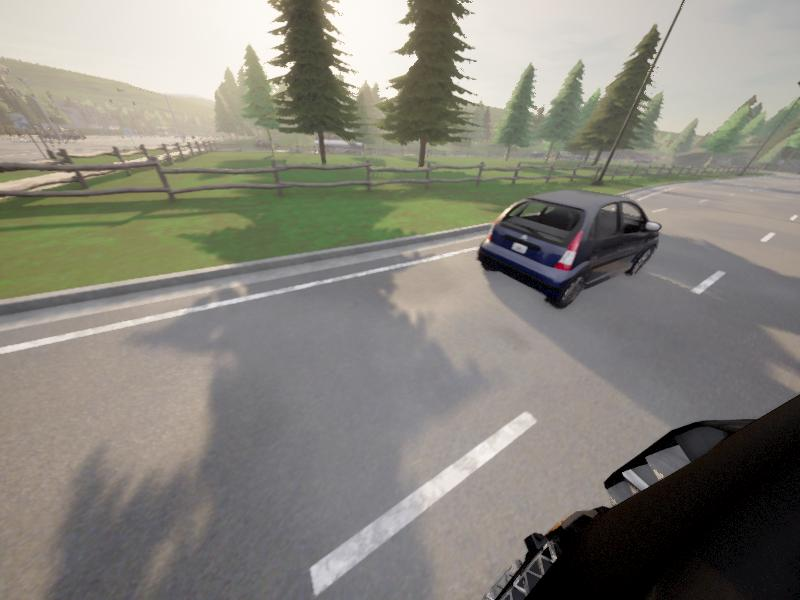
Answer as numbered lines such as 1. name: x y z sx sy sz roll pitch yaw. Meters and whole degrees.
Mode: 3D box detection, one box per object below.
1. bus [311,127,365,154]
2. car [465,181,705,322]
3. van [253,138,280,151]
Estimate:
1. bus: -13.323 -34.682 50.459 10.273 4.253 3.944 -16 38 -26
2. car: 3.587 -1.296 4.636 3.988 1.617 1.851 -16 38 -26
3. van: -27.407 -32.067 47.557 4.442 1.987 1.775 -16 38 -26
